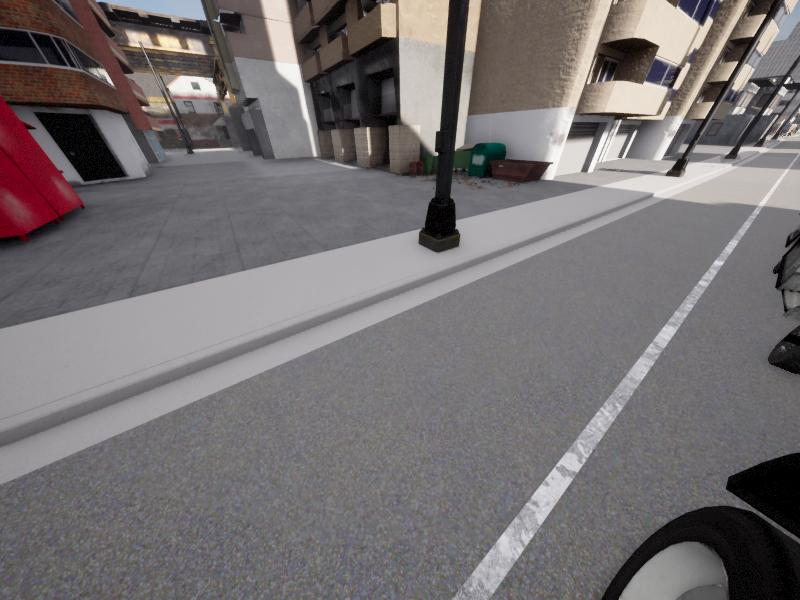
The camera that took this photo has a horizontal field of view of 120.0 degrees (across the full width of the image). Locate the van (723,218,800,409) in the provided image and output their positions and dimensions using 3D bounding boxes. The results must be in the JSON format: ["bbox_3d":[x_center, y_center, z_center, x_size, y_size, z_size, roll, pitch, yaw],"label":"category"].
[{"bbox_3d":[7.035,-0.625,2.656,6.366,2.431,2.351,-22,40,-27],"label":"van"}]

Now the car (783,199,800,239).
[{"bbox_3d":[13.142,-2.685,6.325,4.902,1.511,2.128,-22,40,-27],"label":"car"}]
